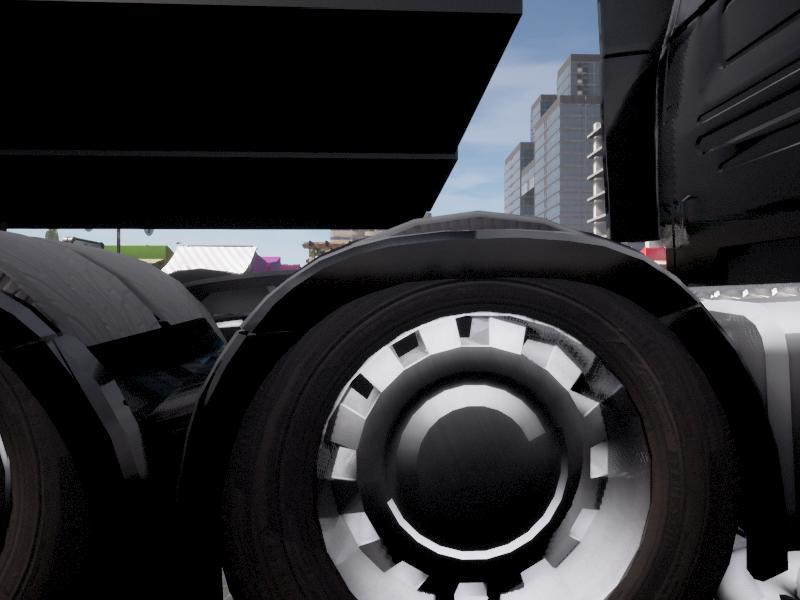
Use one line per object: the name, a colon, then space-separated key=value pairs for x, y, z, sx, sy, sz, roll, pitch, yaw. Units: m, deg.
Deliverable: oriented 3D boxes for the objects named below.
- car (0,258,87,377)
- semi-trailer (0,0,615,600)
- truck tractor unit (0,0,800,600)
car: x=-7.695 y=0.223 z=5.612 sx=5.008 sy=1.535 sz=1.882 roll=0 pitch=0 yaw=-4
semi-trailer: x=-6.799 y=-1.218 z=1.762 sx=14.254 sy=4.402 sz=2.717 roll=0 pitch=0 yaw=-2
truck tractor unit: x=1.105 y=-1.116 z=2.103 sx=6.516 sy=4.208 sz=3.053 roll=0 pitch=0 yaw=-3
